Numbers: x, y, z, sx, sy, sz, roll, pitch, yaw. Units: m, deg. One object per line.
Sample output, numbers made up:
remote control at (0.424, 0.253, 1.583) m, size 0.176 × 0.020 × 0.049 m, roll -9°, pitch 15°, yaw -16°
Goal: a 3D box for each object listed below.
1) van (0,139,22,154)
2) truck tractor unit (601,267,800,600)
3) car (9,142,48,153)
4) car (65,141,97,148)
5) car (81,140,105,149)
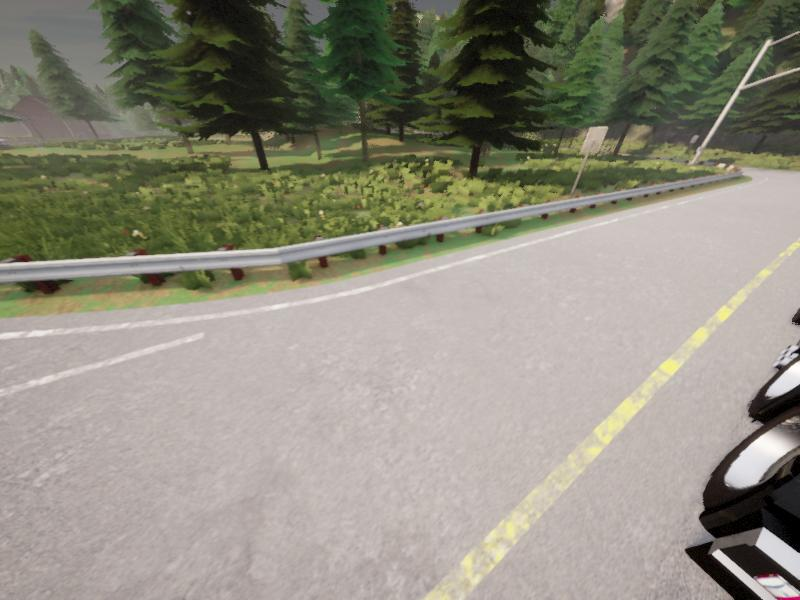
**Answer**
van at (-65.778, -25.060, 37.707) m, size 2.069 × 2.038 × 4.480 m, roll -18°, pitch 39°, yaw -24°
truck tractor unit at (5.115, -0.297, 0.775) m, size 6.516 × 4.208 × 3.053 m, roll -18°, pitch 39°, yaw -24°
car at (-69.614, -28.726, 43.407) m, size 1.837 × 1.490 × 4.892 m, roll -18°, pitch 39°, yaw -24°
car at (-86.202, -42.069, 62.480) m, size 2.007 × 1.525 × 4.514 m, roll 15°, pitch 37°, yaw 20°
car at (-74.474, -37.859, 56.167) m, size 1.905 × 1.878 × 3.866 m, roll -18°, pitch 39°, yaw -24°
